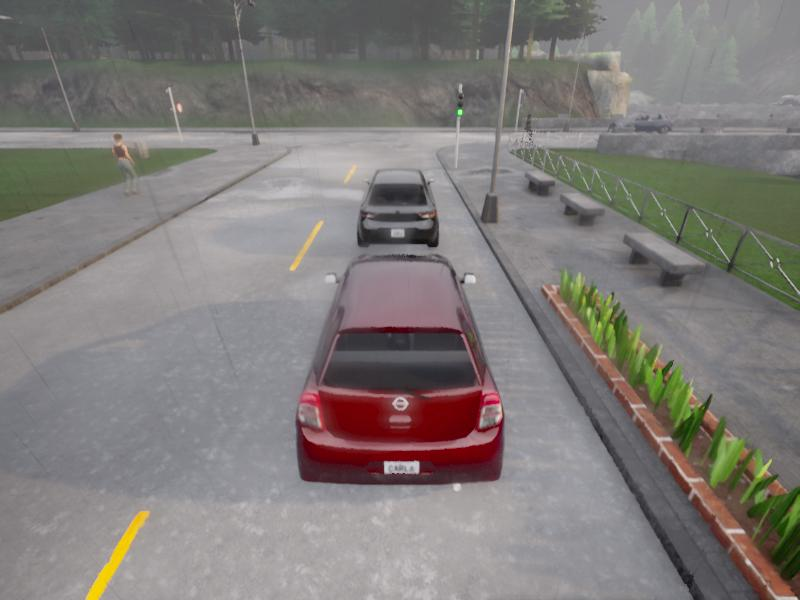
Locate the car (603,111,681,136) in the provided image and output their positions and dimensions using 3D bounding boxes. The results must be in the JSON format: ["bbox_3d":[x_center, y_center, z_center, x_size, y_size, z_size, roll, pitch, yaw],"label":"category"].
[{"bbox_3d":[19.430,-14.266,32.322,4.611,1.667,2.242,0,27,0],"label":"car"}]

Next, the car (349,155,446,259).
[{"bbox_3d":[-0.034,-2.458,9.698,1.816,1.474,4.193,0,27,0],"label":"car"}]

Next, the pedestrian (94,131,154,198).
[{"bbox_3d":[-8.430,-4.158,12.289,0.751,1.860,0.751,3,28,6],"label":"pedestrian"}]

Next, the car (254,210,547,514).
[{"bbox_3d":[0.002,0.212,4.474,1.845,1.501,3.633,0,27,0],"label":"car"}]

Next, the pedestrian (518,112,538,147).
[{"bbox_3d":[7.620,-10.162,23.880,0.751,1.860,0.751,0,27,0],"label":"pedestrian"}]
